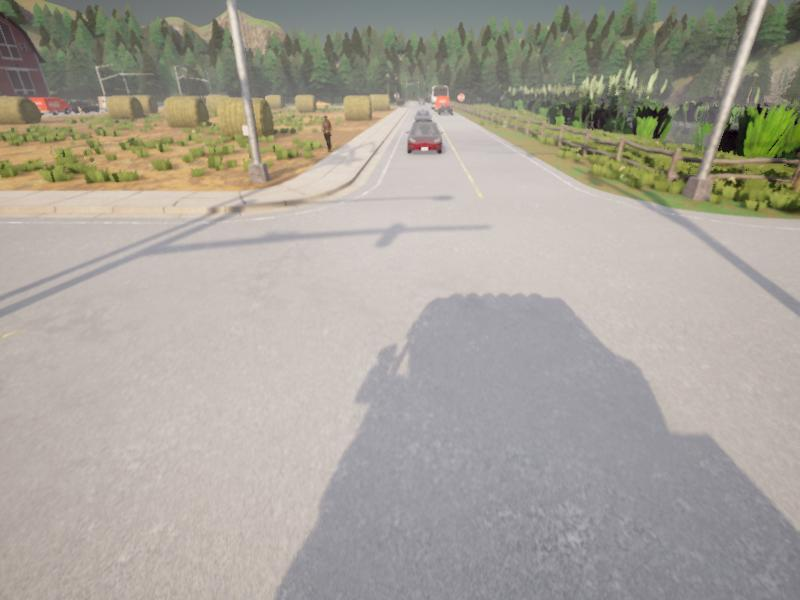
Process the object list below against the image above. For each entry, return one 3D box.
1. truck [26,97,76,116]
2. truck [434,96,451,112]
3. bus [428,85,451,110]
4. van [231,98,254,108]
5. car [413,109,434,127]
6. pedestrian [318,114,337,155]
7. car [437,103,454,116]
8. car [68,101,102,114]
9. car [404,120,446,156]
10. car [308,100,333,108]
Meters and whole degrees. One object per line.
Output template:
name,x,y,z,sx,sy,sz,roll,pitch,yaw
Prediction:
truck,-52.440,-29.193,60.378,2.627,2.467,5.204,-1,27,-1
truck,7.457,-34.897,71.176,2.627,2.467,5.204,1,27,2
bus,7.922,-41.474,81.937,3.944,4.253,10.273,1,27,2
van,-37.302,-46.753,94.834,4.442,1.987,1.775,0,27,0
car,2.365,-18.765,41.204,2.033,1.411,5.357,1,27,2
pedestrian,-3.700,-8.492,20.486,0.751,1.860,0.751,-5,28,-10
car,6.929,-29.219,61.367,2.152,1.651,5.027,1,27,2
car,-52.589,-32.253,66.935,1.932,1.855,4.605,-1,27,-1
car,1.418,-9.466,23.148,2.163,1.488,4.792,1,27,2
car,-18.225,-44.990,91.849,5.366,1.575,1.801,0,27,0
